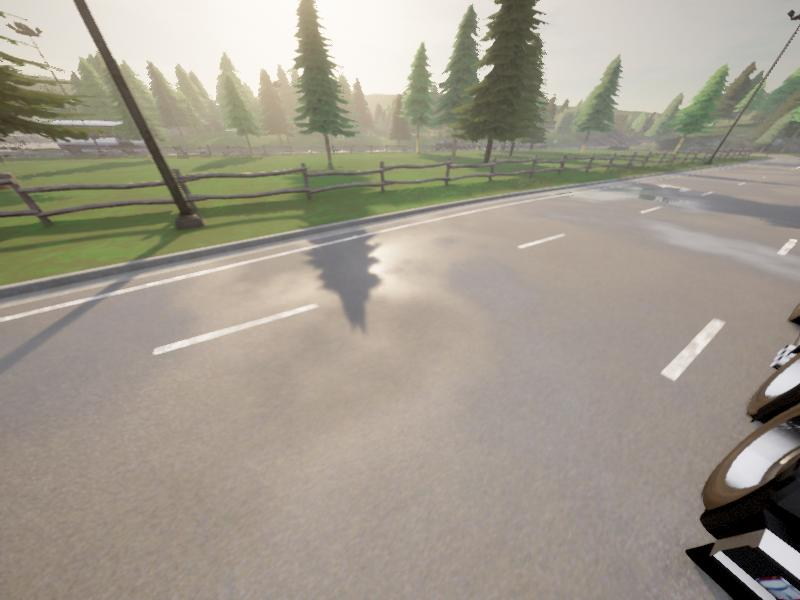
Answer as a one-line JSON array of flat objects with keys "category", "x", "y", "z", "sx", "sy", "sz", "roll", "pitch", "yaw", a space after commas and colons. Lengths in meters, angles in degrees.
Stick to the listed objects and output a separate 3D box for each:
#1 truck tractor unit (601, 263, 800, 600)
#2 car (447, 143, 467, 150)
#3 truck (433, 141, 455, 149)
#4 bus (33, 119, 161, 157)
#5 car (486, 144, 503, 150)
[{"category": "truck tractor unit", "x": 5.116, "y": -0.292, "z": 0.787, "sx": 6.516, "sy": 4.208, "sz": 3.053, "roll": -18, "pitch": 39, "yaw": -24}, {"category": "car", "x": 15.796, "y": -42.881, "z": 64.485, "sx": 5.238, "sy": 1.638, "sz": 1.930, "roll": -18, "pitch": 39, "yaw": -24}, {"category": "truck", "x": 13.184, "y": -46.833, "z": 69.739, "sx": 6.274, "sy": 2.098, "sz": 2.390, "roll": -18, "pitch": 39, "yaw": -24}, {"category": "bus", "x": -44.591, "y": -24.440, "z": 34.981, "sx": 10.273, "sy": 4.253, "sz": 3.944, "roll": -18, "pitch": 39, "yaw": -24}, {"category": "car", "x": 27.240, "y": -44.185, "z": 66.653, "sx": 4.514, "sy": 1.525, "sz": 2.007, "roll": -18, "pitch": 39, "yaw": -24}]
